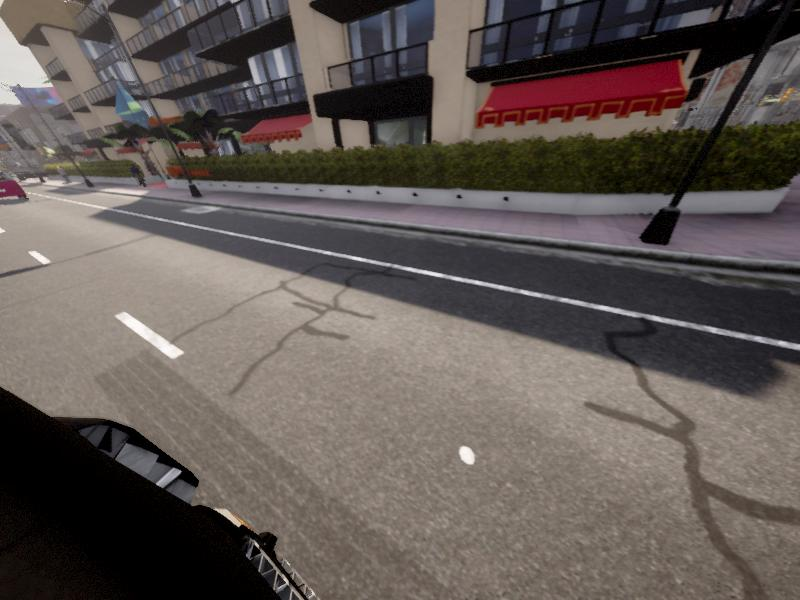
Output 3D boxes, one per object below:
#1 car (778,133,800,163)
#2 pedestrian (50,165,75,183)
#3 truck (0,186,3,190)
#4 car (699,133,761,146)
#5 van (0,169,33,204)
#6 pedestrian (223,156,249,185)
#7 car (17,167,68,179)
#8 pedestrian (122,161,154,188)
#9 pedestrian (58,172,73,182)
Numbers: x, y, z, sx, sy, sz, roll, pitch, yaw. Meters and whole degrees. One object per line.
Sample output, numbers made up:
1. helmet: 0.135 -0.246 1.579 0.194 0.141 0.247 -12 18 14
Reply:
1. car: 27.416 -9.408 14.297 1.930 1.638 5.238 15 38 25
2. pedestrian: -39.556 -14.768 27.083 0.751 1.860 0.751 17 39 27
3. truck: -47.099 -13.228 25.150 5.204 2.467 2.627 15 38 25
4. car: 47.377 -23.138 33.366 1.812 1.442 4.674 -9 34 -8
5. van: -29.998 -8.444 17.100 4.442 1.987 1.775 15 38 25
6. pedestrian: -12.529 -9.891 17.669 0.751 1.860 0.751 14 38 24
7. car: -68.729 -24.485 44.544 2.163 1.488 4.792 4 35 11
8. pedestrian: -21.290 -10.177 18.790 0.751 1.860 0.751 10 36 19
9. pedestrian: -41.956 -15.434 28.949 0.500 1.100 0.500 15 38 25
